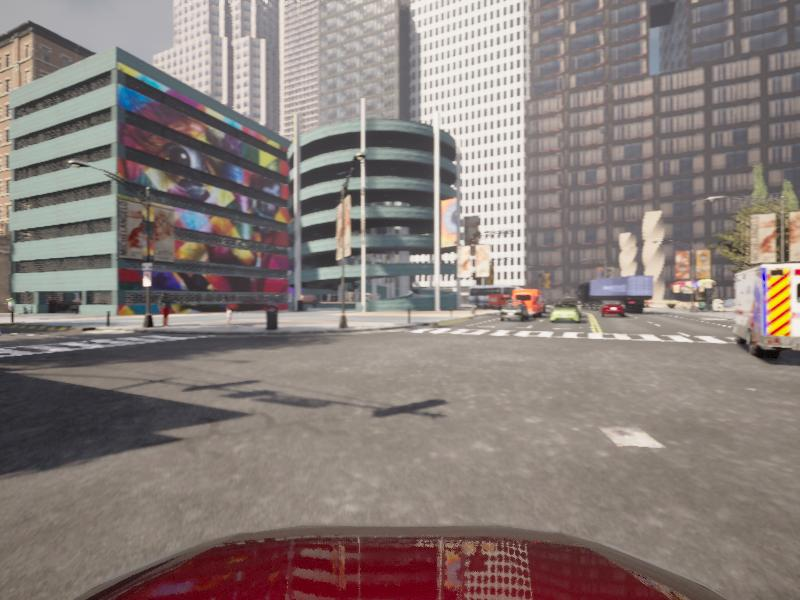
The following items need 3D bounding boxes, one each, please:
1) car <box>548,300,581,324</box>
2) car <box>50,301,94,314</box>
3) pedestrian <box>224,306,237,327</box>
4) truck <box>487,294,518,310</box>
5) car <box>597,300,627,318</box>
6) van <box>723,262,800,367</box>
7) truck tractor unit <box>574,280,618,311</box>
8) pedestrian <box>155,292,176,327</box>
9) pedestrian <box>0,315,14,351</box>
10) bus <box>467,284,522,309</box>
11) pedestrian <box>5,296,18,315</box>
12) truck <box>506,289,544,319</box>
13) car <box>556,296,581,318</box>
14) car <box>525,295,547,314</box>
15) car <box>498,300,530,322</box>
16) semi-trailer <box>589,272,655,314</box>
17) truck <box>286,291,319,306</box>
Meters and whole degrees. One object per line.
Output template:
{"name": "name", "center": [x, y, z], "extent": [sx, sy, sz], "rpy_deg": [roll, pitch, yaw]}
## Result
{"name": "car", "center": [11.696, 0.788, 28.273], "extent": [2.007, 1.525, 4.514], "rpy_deg": [0, 0, 25]}
{"name": "car", "center": [-39.406, 0.829, 48.066], "extent": [4.786, 1.482, 2.161], "rpy_deg": [0, 0, 24]}
{"name": "pedestrian", "center": [-9.132, 0.877, 21.584], "extent": [0.500, 1.100, 0.500], "rpy_deg": [0, 0, -44]}
{"name": "truck", "center": [16.431, 0.289, 64.251], "extent": [2.627, 2.467, 5.204], "rpy_deg": [0, 0, -14]}
{"name": "car", "center": [19.563, 0.789, 37.038], "extent": [2.163, 1.488, 4.792], "rpy_deg": [0, 0, 24]}
{"name": "van", "center": [11.401, 0.346, 11.677], "extent": [2.351, 2.431, 6.366], "rpy_deg": [0, 0, 33]}
{"name": "truck tractor unit", "center": [27.676, -0.618, 56.803], "extent": [3.053, 4.208, 6.516], "rpy_deg": [0, 0, 1]}
{"name": "pedestrian", "center": [-12.914, 0.506, 22.050], "extent": [0.751, 1.860, 0.751], "rpy_deg": [0, 0, 36]}
{"name": "pedestrian", "center": [-12.547, 1.042, 12.548], "extent": [0.500, 1.100, 0.500], "rpy_deg": [0, 0, 30]}
{"name": "bus", "center": [17.039, -0.605, 73.473], "extent": [3.944, 4.253, 10.273], "rpy_deg": [1, 0, -28]}
{"name": "pedestrian", "center": [-40.414, 0.563, 41.625], "extent": [0.751, 1.860, 0.751], "rpy_deg": [0, 0, 20]}
{"name": "truck", "center": [11.357, 0.311, 36.016], "extent": [2.627, 2.467, 5.204], "rpy_deg": [0, 0, 24]}
{"name": "car", "center": [15.183, 0.602, 35.970], "extent": [1.932, 1.855, 4.605], "rpy_deg": [0, 0, 24]}
{"name": "car", "center": [15.704, 0.512, 46.524], "extent": [2.150, 2.045, 5.566], "rpy_deg": [0, 0, 16]}
{"name": "car", "center": [8.578, 0.781, 29.893], "extent": [1.789, 1.549, 3.705], "rpy_deg": [0, 0, 24]}
{"name": "semi-trailer", "center": [26.569, -0.712, 48.983], "extent": [2.717, 4.402, 14.254], "rpy_deg": [0, 0, 11]}
{"name": "truck", "center": [-25.989, -0.309, 106.122], "extent": [8.468, 3.827, 2.891], "rpy_deg": [0, 0, 24]}
